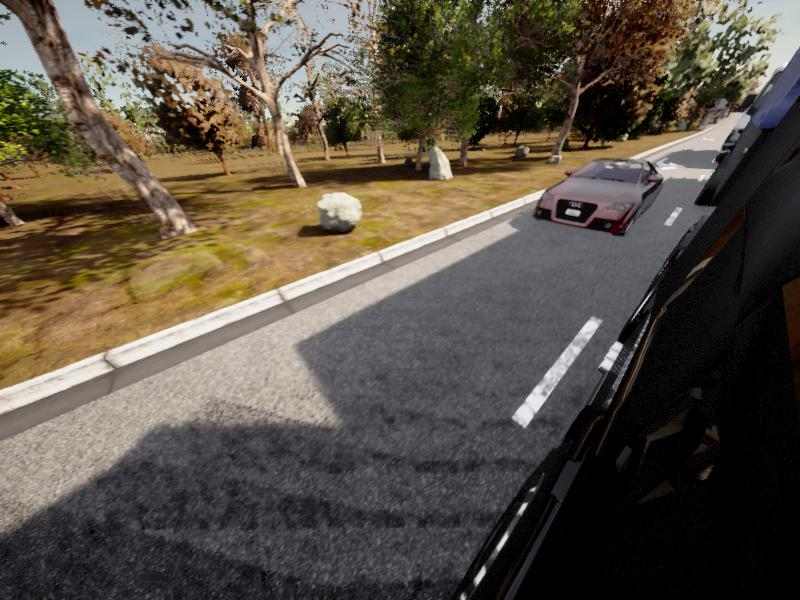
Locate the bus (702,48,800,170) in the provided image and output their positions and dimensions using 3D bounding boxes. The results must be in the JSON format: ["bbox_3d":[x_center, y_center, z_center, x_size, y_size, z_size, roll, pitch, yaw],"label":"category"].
[{"bbox_3d":[21.428,-10.245,12.603,10.273,4.253,3.944,-28,43,-31],"label":"bus"}]

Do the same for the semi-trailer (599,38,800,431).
[{"bbox_3d":[8.676,-3.605,4.270,14.254,4.402,2.717,-28,43,-30],"label":"semi-trailer"}]

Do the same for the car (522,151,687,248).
[{"bbox_3d":[5.465,-2.954,6.175,4.181,1.385,1.994,-28,43,-30],"label":"car"}]

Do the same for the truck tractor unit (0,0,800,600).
[{"bbox_3d":[2.645,-0.295,0.351,6.516,4.208,3.053,-28,44,-30],"label":"truck tractor unit"}]
